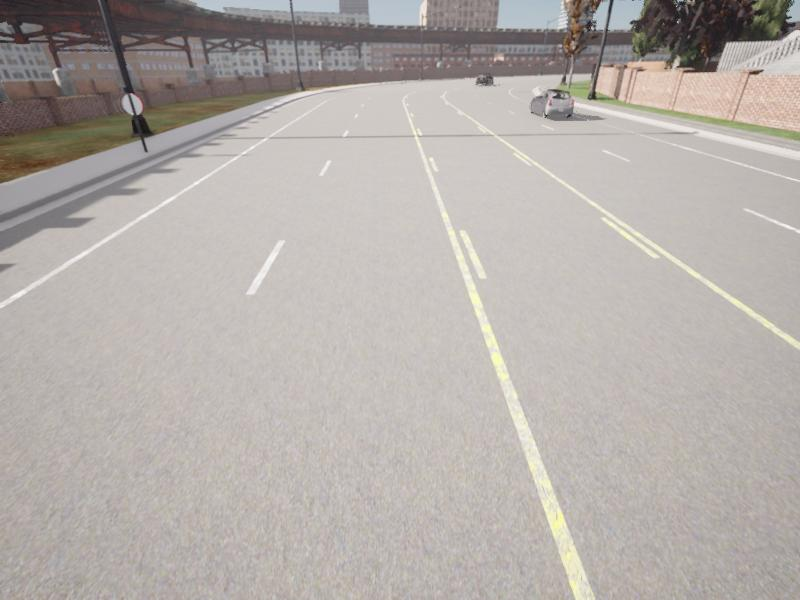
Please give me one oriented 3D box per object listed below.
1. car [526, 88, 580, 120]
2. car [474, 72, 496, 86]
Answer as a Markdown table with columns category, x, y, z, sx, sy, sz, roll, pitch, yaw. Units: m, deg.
| category | x | y | z | sx | sy | sz | roll | pitch | yaw |
| --- | --- | --- | --- | --- | --- | --- | --- | --- | --- |
| car | 9.438 | -12.327 | 25.032 | 1.845 | 1.501 | 3.633 | -1 | 31 | -1 |
| car | 11.972 | -30.952 | 56.049 | 1.789 | 1.549 | 3.705 | 15 | 34 | 24 |
